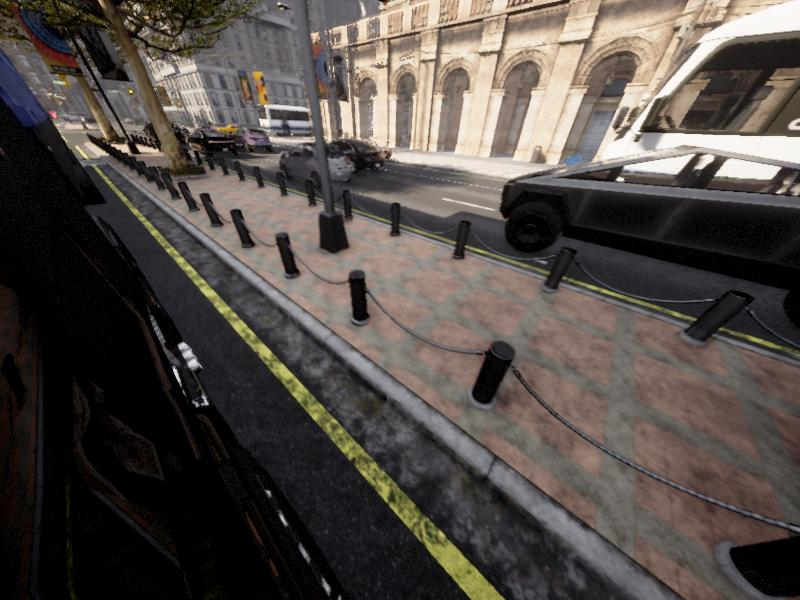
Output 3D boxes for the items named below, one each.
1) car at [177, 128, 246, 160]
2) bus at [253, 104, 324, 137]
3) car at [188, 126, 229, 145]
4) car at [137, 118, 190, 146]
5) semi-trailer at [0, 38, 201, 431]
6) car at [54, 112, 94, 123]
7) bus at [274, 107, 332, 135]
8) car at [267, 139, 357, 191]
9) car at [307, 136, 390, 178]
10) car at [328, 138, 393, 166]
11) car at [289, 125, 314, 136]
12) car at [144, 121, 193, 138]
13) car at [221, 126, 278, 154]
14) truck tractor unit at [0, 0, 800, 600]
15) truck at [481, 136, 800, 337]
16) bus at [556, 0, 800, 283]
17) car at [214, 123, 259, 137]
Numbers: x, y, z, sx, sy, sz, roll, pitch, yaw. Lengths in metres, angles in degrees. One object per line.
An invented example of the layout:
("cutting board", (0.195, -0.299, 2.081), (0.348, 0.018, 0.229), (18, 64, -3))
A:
("car", (-13.496, -11.227, 16.498), (4.902, 1.511, 2.128), (28, 44, 30))
("bus", (-19.448, -32.042, 41.522), (3.944, 4.253, 10.273), (28, 44, 30))
("car", (-20.509, -17.645, 24.730), (4.181, 1.385, 1.994), (28, 44, 30))
("car", (-22.775, -16.189, 22.243), (4.605, 1.855, 1.932), (26, 43, 27))
("semi-trailer", (-8.672, -3.621, 4.257), (14.254, 4.402, 2.717), (28, 44, 30))
("car", (-84.280, -47.264, 59.765), (2.150, 2.045, 5.566), (28, 44, 30))
("bus", (-20.174, -37.901, 49.265), (3.944, 4.253, 10.273), (28, 44, 30))
("car", (-3.868, -6.113, 10.255), (3.633, 1.501, 1.845), (28, 44, 30))
("car", (-3.021, -8.392, 13.365), (4.892, 1.490, 1.837), (28, 44, 29))
("car", (-2.913, -10.807, 16.733), (4.718, 1.301, 1.895), (28, 44, 30))
("car", (-19.730, -34.009, 46.319), (1.851, 1.617, 3.988), (28, 44, 30))
("car", (-28.678, -21.135, 28.727), (1.789, 1.549, 3.705), (28, 44, 30))
("car", (-12.815, -13.661, 19.672), (4.856, 1.649, 2.033), (28, 44, 30))
("truck tractor unit", (-2.645, -0.295, 0.351), (6.516, 4.208, 3.053), (28, 44, 30))
("truck", (5.184, -1.529, 4.224), (6.274, 2.098, 2.390), (28, 44, 30))
("bus", (9.799, -2.587, 4.112), (10.273, 4.253, 3.944), (28, 44, 30))
("car", (-25.554, -26.744, 36.345), (1.801, 1.575, 5.366), (30, 45, 32))
